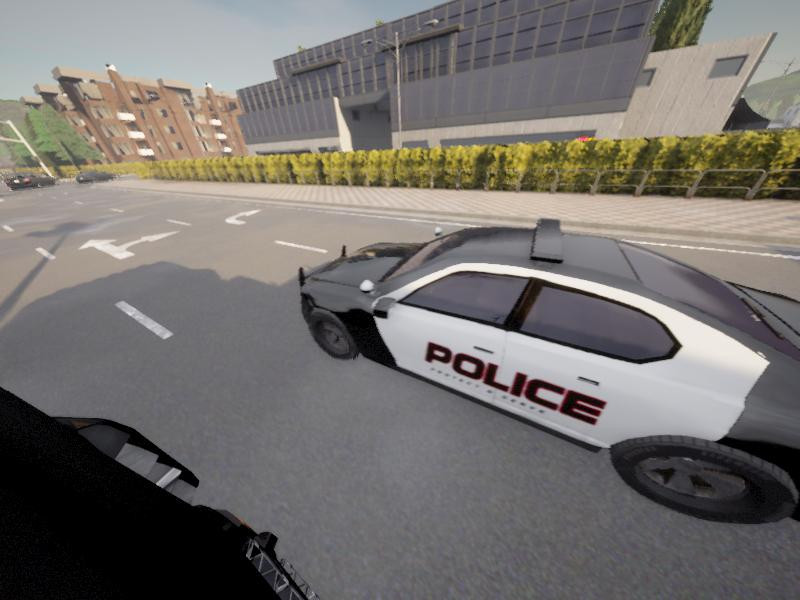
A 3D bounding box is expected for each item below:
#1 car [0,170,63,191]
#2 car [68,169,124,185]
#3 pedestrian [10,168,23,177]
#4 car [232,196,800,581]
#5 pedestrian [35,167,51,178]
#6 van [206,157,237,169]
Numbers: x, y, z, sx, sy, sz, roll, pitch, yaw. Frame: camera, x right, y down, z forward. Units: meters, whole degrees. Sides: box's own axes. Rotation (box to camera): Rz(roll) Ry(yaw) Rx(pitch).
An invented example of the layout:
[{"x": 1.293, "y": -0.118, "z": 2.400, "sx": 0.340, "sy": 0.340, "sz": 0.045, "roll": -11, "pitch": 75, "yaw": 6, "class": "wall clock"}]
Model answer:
[{"x": -44.250, "y": -14.398, "z": 27.769, "sx": 2.242, "sy": 1.667, "sz": 4.611, "roll": -18, "pitch": 36, "yaw": -21, "class": "car"}, {"x": -41.149, "y": -16.840, "z": 31.470, "sx": 1.994, "sy": 1.385, "sz": 4.181, "roll": -3, "pitch": 34, "yaw": 1, "class": "car"}, {"x": -94.734, "y": -31.388, "z": 57.001, "sx": 0.751, "sy": 1.860, "sz": 0.751, "roll": 16, "pitch": 38, "yaw": 26, "class": "pedestrian"}, {"x": 0.925, "y": -0.022, "z": 2.547, "sx": 4.974, "sy": 1.542, "sz": 2.038, "roll": 15, "pitch": 38, "yaw": 25, "class": "car"}, {"x": -69.767, "y": -24.888, "z": 45.169, "sx": 0.751, "sy": 1.860, "sz": 0.751, "roll": 15, "pitch": 37, "yaw": 25, "class": "pedestrian"}, {"x": -38.019, "y": -29.291, "z": 49.378, "sx": 2.069, "sy": 2.038, "sz": 4.480, "roll": 16, "pitch": 38, "yaw": 26, "class": "van"}]
